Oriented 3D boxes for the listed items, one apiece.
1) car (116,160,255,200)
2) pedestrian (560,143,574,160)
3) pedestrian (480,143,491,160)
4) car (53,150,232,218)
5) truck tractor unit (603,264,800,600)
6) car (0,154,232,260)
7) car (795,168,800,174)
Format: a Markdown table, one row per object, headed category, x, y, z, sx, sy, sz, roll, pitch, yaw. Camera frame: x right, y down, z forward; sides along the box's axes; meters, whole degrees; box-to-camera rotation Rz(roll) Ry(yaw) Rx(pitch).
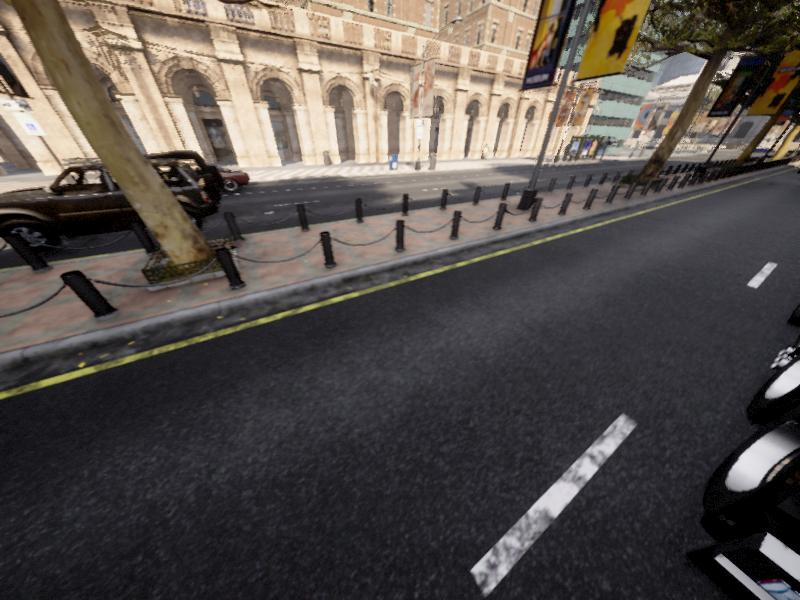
| category | x | y | z | sx | sy | sz | roll | pitch | yaw |
| --- | --- | --- | --- | --- | --- | --- | --- | --- | --- |
| car | -10.232 | -6.139 | 11.608 | 4.718 | 1.301 | 1.895 | -18 | 39 | -25 |
| pedestrian | 22.336 | -19.855 | 30.905 | 0.751 | 1.860 | 0.751 | -18 | 39 | -25 |
| pedestrian | 11.228 | -19.544 | 30.340 | 0.751 | 1.860 | 0.751 | -18 | 39 | -24 |
| car | -9.136 | -4.595 | 8.883 | 3.866 | 1.878 | 1.905 | -18 | 39 | -24 |
| truck tractor unit | 5.111 | -0.298 | 0.795 | 6.516 | 4.208 | 3.053 | -18 | 39 | -24 |
| car | -7.657 | -2.767 | 6.277 | 4.605 | 1.855 | 1.932 | -18 | 39 | -25 |
| car | 38.054 | -12.217 | 20.574 | 5.238 | 1.638 | 1.930 | -18 | 39 | -24 |
